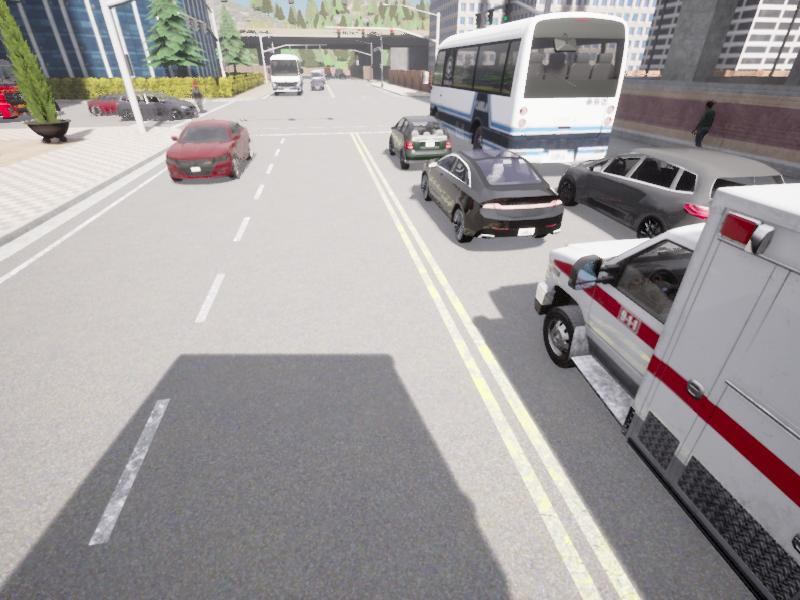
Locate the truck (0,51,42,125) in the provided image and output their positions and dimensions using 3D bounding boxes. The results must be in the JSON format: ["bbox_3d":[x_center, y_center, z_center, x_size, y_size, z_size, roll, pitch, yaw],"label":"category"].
[{"bbox_3d":[-27.855,-12.655,23.893,8.468,3.827,2.891,-5,31,-9],"label":"truck"}]

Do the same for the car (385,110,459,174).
[{"bbox_3d":[0.646,-5.790,14.391,1.789,1.549,3.705,-5,31,-9],"label":"car"}]

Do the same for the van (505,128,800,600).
[{"bbox_3d":[3.130,0.797,2.247,2.351,2.431,6.366,-5,31,-9],"label":"van"}]

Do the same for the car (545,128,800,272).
[{"bbox_3d":[5.416,-2.437,8.534,2.242,1.667,4.611,-5,31,-9],"label":"car"}]

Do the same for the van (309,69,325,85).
[{"bbox_3d":[-15.776,-42.550,76.349,1.988,2.561,5.915,-2,31,-1],"label":"van"}]

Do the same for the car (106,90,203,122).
[{"bbox_3d":[-15.774,-12.632,25.993,4.611,1.667,2.242,-2,30,-4],"label":"car"}]

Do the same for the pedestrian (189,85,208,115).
[{"bbox_3d":[-14.457,-14.380,28.749,0.751,1.860,0.751,-7,31,-11],"label":"pedestrian"}]

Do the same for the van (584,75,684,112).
[{"bbox_3d":[18.461,-16.463,31.801,6.366,2.431,2.351,-5,31,-8],"label":"van"}]

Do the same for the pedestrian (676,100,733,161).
[{"bbox_3d":[10.533,-5.888,13.906,0.751,1.860,0.751,-5,31,-9],"label":"pedestrian"}]

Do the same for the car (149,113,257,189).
[{"bbox_3d":[-6.202,-5.148,13.308,1.882,1.535,5.008,-5,30,-9],"label":"car"}]

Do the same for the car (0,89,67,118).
[{"bbox_3d":[-26.828,-13.605,27.686,5.238,1.638,1.930,-5,31,-9],"label":"car"}]

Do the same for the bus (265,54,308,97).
[{"bbox_3d":[-13.841,-27.990,49.732,3.944,4.253,10.273,-5,31,-9],"label":"bus"}]

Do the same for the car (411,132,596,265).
[{"bbox_3d":[1.782,-2.581,8.939,2.128,1.511,4.902,-5,31,-9],"label":"car"}]

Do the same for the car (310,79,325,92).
[{"bbox_3d":[-11.655,-30.287,56.448,1.812,1.442,4.674,-5,31,-9],"label":"car"}]

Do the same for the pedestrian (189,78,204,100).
[{"bbox_3d":[-20.071,-20.856,39.536,0.751,1.860,0.751,-4,31,-7],"label":"pedestrian"}]

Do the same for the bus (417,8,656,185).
[{"bbox_3d":[3.728,-7.941,15.399,3.944,4.253,10.273,-5,31,-9],"label":"bus"}]

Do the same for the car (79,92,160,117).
[{"bbox_3d":[-20.100,-14.171,28.927,4.181,1.385,1.994,-6,31,-11],"label":"car"}]
